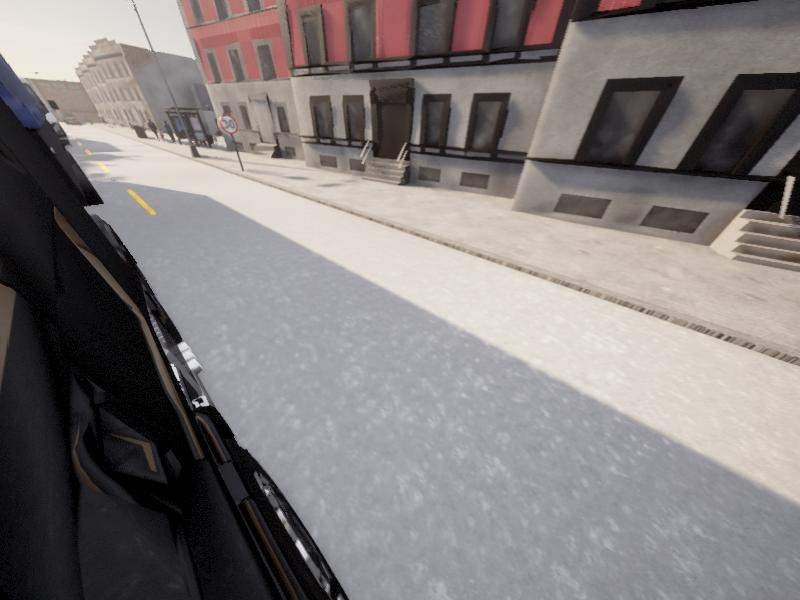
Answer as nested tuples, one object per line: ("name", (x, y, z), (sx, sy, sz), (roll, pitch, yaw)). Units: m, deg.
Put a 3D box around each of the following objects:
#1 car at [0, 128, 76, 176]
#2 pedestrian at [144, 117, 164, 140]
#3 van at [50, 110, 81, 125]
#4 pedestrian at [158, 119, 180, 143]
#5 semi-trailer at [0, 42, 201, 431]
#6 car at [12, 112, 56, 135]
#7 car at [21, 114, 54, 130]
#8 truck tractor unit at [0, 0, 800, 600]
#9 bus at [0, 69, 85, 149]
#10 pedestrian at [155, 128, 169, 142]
("car", (-17.493, -7.064, 10.824), (5.357, 1.411, 2.033), (28, 44, 30))
("pedestrian", (-26.158, -18.191, 24.546), (0.751, 1.860, 0.751), (-27, 46, -33))
("van", (-78.228, -42.730, 54.061), (5.915, 2.561, 1.988), (19, 40, 21))
("pedestrian", (-21.983, -16.082, 22.022), (0.751, 1.860, 0.751), (-24, 44, -31))
("semi-trailer", (-8.695, -3.608, 4.232), (14.254, 4.402, 2.717), (28, 44, 30))
("car", (-41.408, -20.045, 26.248), (3.866, 1.878, 1.905), (29, 44, 29))
("car", (-52.280, -25.739, 33.389), (5.238, 1.638, 1.930), (28, 43, 30))
("truck tractor unit", (-2.645, -0.295, 0.352), (6.516, 4.208, 3.053), (28, 44, 30))
("bus", (-29.922, -14.978, 18.225), (10.273, 4.253, 3.944), (29, 44, 29))
("pedestrian", (-23.272, -16.081, 22.573), (0.500, 1.100, 0.500), (-27, 46, -34))
